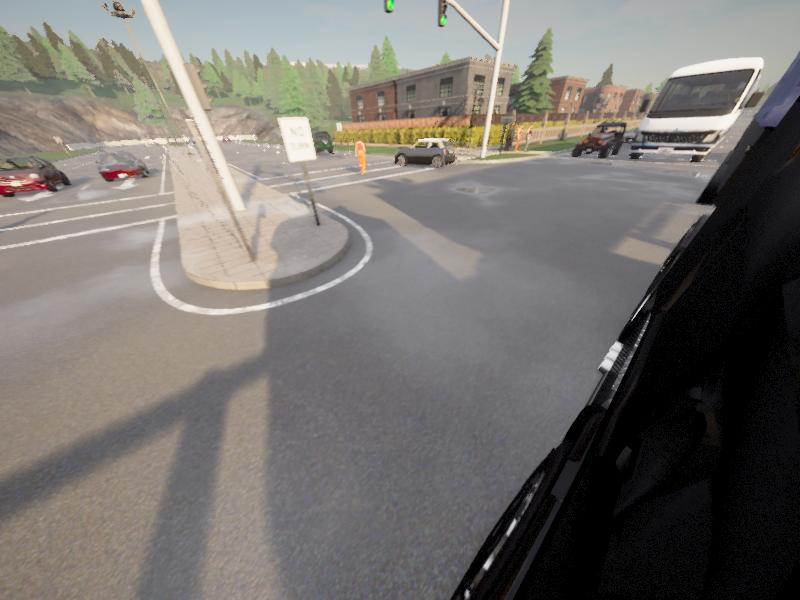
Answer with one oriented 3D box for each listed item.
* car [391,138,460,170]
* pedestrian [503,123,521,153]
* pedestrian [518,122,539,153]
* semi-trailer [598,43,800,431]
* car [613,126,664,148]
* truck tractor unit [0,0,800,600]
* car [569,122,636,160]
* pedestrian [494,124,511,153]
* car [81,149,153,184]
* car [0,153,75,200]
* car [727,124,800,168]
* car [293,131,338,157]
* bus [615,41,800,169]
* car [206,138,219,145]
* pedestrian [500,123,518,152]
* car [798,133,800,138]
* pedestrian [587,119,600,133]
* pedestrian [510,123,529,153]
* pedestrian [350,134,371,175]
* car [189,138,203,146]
[{"bbox_3d":[1.609,-9.494,14.914,3.806,1.475,1.970,20,43,27],"label":"car"},{"bbox_3d":[8.764,-12.712,18.163,0.751,1.860,0.751,17,41,24],"label":"pedestrian"},{"bbox_3d":[9.863,-12.435,17.732,0.751,1.860,0.751,25,45,32],"label":"pedestrian"},{"bbox_3d":[8.694,-3.603,4.239,14.254,4.402,2.717,-28,44,-30],"label":"semi-trailer"},{"bbox_3d":[21.210,-14.524,20.558,4.181,1.385,1.994,-27,43,-29],"label":"car"},{"bbox_3d":[2.645,-0.295,0.351,6.516,4.208,3.053,-28,44,-30],"label":"truck tractor unit"},{"bbox_3d":[13.642,-10.792,15.604,3.866,1.878,1.905,-27,43,-29],"label":"car"},{"bbox_3d":[8.172,-12.916,18.469,0.751,1.860,0.751,17,41,24],"label":"pedestrian"},{"bbox_3d":[-18.602,-9.054,15.489,2.163,1.488,4.792,-28,44,-29],"label":"car"},{"bbox_3d":[-19.892,-6.695,12.326,1.851,1.617,3.988,-28,44,-29],"label":"car"},{"bbox_3d":[19.568,-8.206,12.142,4.902,1.511,2.128,-28,44,-30],"label":"car"},{"bbox_3d":[-9.146,-16.800,24.759,2.150,2.045,5.566,-28,44,-30],"label":"car"},{"bbox_3d":[17.982,-11.146,13.855,10.273,4.253,3.944,-28,44,-30],"label":"bus"},{"bbox_3d":[-48.595,-41.011,59.791,1.895,1.301,4.718,-26,43,-28],"label":"car"},{"bbox_3d":[8.791,-13.073,18.642,0.751,1.860,0.751,24,44,31],"label":"pedestrian"},{"bbox_3d":[38.553,-15.585,20.878,3.806,1.475,1.970,-28,44,-30],"label":"car"},{"bbox_3d":[31.023,-27.914,37.069,0.751,1.860,0.751,-29,45,-31],"label":"pedestrian"},{"bbox_3d":[9.341,-12.729,18.154,0.751,1.860,0.751,21,43,28],"label":"pedestrian"},{"bbox_3d":[-2.177,-8.082,12.898,0.751,1.860,0.751,5,38,10],"label":"pedestrian"},{"bbox_3d":[-50.238,-38.897,56.915,1.837,1.490,4.892,-27,43,-29],"label":"car"}]
